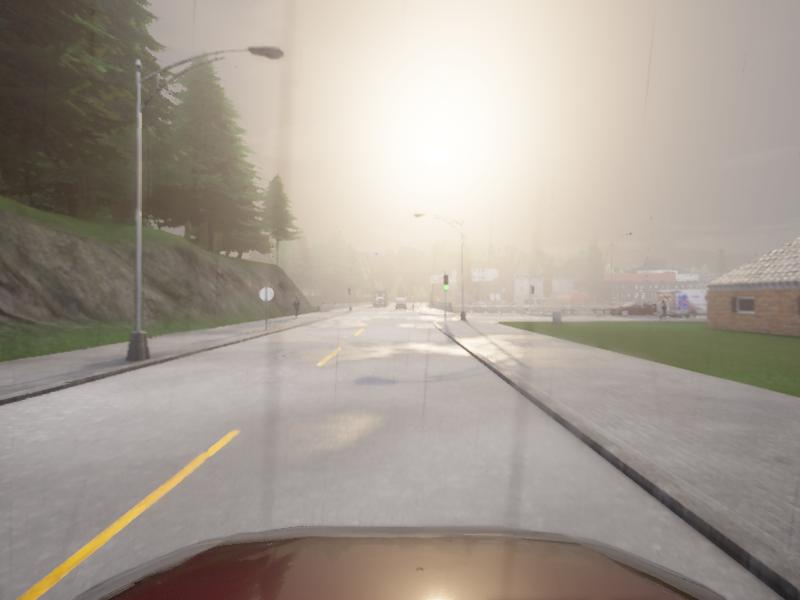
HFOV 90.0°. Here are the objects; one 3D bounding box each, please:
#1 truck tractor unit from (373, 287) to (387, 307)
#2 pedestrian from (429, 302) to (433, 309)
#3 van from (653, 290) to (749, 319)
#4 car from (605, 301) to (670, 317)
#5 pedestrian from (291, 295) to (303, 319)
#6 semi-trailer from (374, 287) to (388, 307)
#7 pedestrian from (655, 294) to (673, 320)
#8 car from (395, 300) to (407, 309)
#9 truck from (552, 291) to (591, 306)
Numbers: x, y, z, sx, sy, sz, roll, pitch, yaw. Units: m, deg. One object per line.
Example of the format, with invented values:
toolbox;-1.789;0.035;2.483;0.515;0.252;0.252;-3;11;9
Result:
truck tractor unit;-4.306;-0.534;87.035;3.053;4.208;6.516;0;0;-2
pedestrian;5.215;0.904;67.261;0.500;1.100;0.500;0;0;-27
van;25.483;0.374;34.026;6.366;2.431;2.351;0;0;0
car;22.502;0.818;38.025;5.008;1.535;1.882;0;0;1
pedestrian;-8.120;0.529;31.498;0.751;1.860;0.751;0;0;2
semi-trailer;-4.382;-0.630;94.945;2.717;4.402;14.254;0;0;0
pedestrian;19.050;0.530;28.870;0.751;1.860;0.751;0;0;0
car;0.154;0.817;72.564;2.038;1.542;4.974;0;0;0
truck;42.605;-0.331;99.708;8.468;3.827;2.891;0;0;1
